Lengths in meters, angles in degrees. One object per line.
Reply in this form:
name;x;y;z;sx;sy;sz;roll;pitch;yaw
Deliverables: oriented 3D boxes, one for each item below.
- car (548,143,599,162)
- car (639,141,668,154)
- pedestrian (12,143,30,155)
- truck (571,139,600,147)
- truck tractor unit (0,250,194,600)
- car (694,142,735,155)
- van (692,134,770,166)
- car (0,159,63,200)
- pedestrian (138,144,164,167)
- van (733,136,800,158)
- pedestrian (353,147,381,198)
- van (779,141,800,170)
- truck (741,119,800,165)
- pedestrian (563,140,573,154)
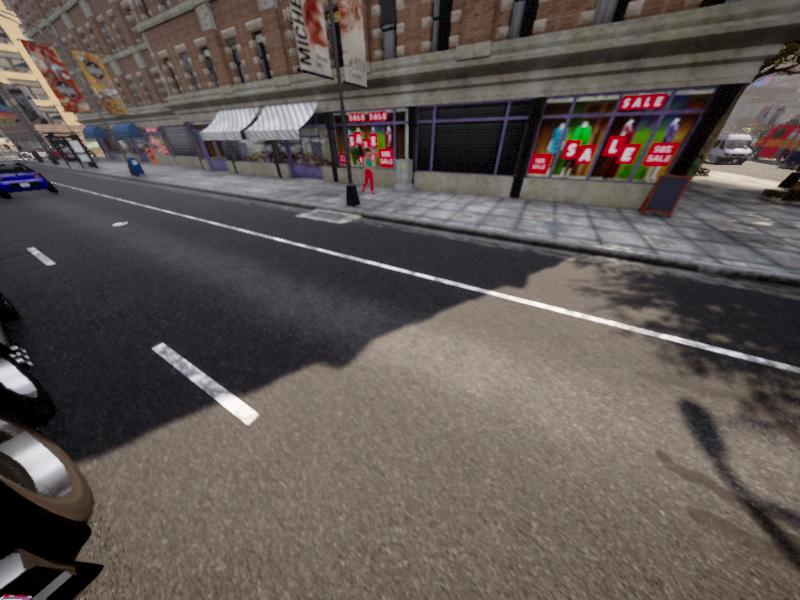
car;21.336;-18.352;28.630;4.553;1.767;2.097;19;39;26
car;45.686;-27.616;41.750;2.097;1.767;4.553;17;38;23
pedestrian;-69.982;-27.835;42.652;0.751;1.860;0.751;6;35;10
truck;57.396;-48.632;71.580;6.274;2.098;2.390;29;44;35
truck tractor unit;-5.087;-0.323;0.813;6.516;4.208;3.053;19;39;25
car;50.803;-24.580;37.472;1.930;1.638;5.238;17;38;23
van;34.214;-15.827;24.243;1.988;2.561;5.915;17;38;23
car;-20.227;-6.382;12.052;4.193;1.474;1.816;17;39;23
pedestrian;-23.786;-13.799;22.094;0.751;1.860;0.751;15;38;20
van;51.957;-21.936;32.973;2.351;2.431;6.366;17;38;23
pedestrian;-1.389;-5.557;10.064;0.751;1.860;0.751;17;38;23
van;34.381;-11.588;18.634;1.775;1.987;4.442;17;38;23
truck;42.794;-17.027;24.773;2.891;3.827;8.468;17;39;23
pedestrian;27.933;-25.501;38.484;0.751;1.860;0.751;17;38;23
